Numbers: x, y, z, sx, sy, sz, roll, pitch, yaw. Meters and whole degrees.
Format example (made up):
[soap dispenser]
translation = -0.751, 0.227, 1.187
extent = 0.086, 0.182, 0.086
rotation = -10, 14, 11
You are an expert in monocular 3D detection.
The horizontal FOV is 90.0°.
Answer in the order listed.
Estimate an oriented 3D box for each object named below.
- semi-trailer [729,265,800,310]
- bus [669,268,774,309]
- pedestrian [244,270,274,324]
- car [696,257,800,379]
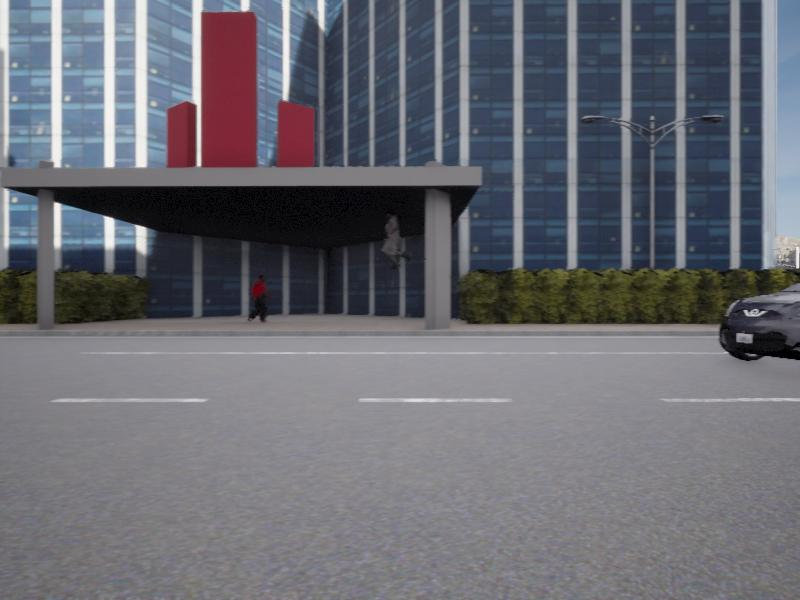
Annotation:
[semi-trailer]
translation = 40.533, -1.229, 40.540
extent = 2.717, 4.402, 14.254
rotation = 0, 0, 0
[bus]
translation = 36.608, -1.144, 46.419
extent = 3.944, 4.253, 10.273
rotation = 0, 0, 0
[pedestrian]
translation = -4.977, -0.113, 14.157
extent = 0.751, 1.860, 0.751
rotation = 0, 0, 10
[car]
translation = 6.721, 0.226, 5.697
extent = 3.633, 1.501, 1.845
rotation = 0, 0, 0
